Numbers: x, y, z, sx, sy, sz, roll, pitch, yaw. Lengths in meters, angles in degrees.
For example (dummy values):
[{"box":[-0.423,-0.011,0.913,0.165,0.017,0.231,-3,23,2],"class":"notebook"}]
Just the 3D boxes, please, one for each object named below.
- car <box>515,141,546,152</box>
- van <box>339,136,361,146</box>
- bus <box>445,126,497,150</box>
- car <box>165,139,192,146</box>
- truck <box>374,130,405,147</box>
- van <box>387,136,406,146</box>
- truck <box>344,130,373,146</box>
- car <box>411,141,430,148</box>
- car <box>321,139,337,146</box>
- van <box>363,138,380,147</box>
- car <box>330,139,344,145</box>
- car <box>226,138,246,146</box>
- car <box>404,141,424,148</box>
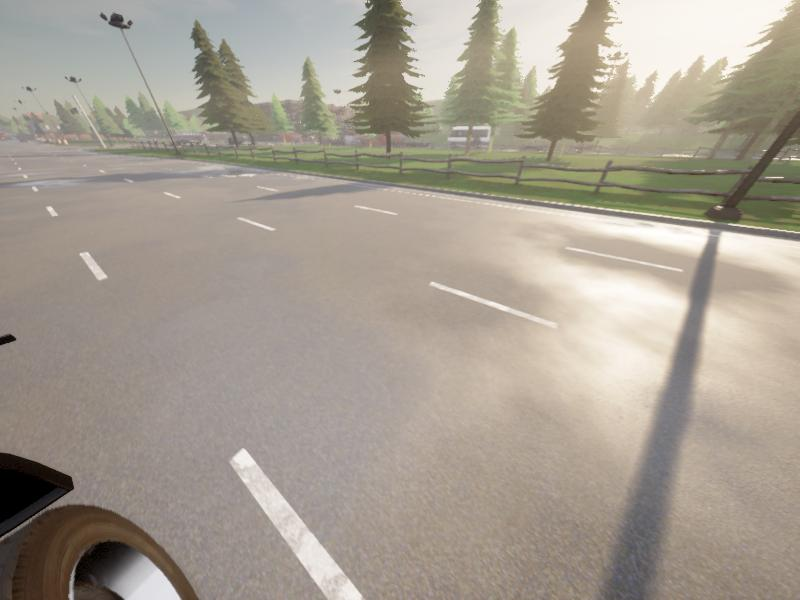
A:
[{"box":[27.039,-31.838,47.870,5.027,1.651,2.152,24,41,29],"class":"car"},{"box":[-14.645,-46.877,68.110,6.366,2.431,2.351,22,41,28],"class":"van"},{"box":[16.102,-37.400,53.370,10.273,4.253,3.944,22,41,28],"class":"bus"},{"box":[-63.012,-44.982,65.803,1.837,1.490,4.892,23,41,28],"class":"car"},{"box":[-2.958,-45.127,64.523,8.468,3.827,2.891,22,41,28],"class":"truck"},{"box":[-1.153,-48.809,70.843,5.915,2.561,1.988,22,41,28],"class":"van"},{"box":[-12.582,-49.073,70.030,8.468,3.827,2.891,22,41,28],"class":"truck"},{"box":[5.308,-40.801,60.525,4.514,1.525,2.007,22,41,28],"class":"car"},{"box":[-22.267,-49.677,72.696,4.856,1.649,2.033,22,41,28],"class":"car"},{"box":[-7.922,-43.936,64.390,4.442,1.987,1.775,22,41,28],"class":"van"},{"box":[-20.510,-51.378,75.224,3.988,1.617,1.851,22,41,28],"class":"car"},{"box":[-47.636,-46.069,67.161,1.905,1.878,3.866,23,41,28],"class":"car"},{"box":[3.491,-39.059,57.999,4.892,1.490,1.837,22,41,28],"class":"car"}]
